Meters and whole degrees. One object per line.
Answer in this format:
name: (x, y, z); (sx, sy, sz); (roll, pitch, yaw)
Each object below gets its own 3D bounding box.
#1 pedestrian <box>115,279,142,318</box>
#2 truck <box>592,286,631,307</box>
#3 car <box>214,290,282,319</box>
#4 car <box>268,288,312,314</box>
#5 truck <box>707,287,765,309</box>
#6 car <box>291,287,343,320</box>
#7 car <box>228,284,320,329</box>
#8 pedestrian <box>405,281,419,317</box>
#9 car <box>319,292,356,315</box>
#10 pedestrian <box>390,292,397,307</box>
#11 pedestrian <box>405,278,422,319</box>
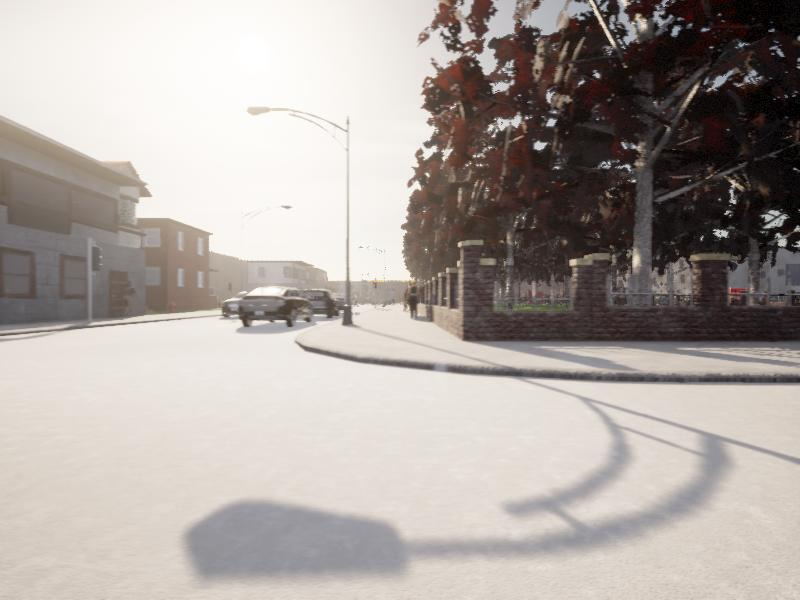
pedestrian: (-13.106, -0.078, 19.329); (0.751, 1.860, 0.751); (0, 0, 0)
truck: (40.526, -0.698, 76.960); (2.891, 3.827, 8.468); (0, 0, 0)
car: (-8.729, 0.235, 23.536); (2.128, 1.511, 4.902); (0, 0, 0)
car: (-8.425, 0.051, 30.983); (1.932, 1.855, 4.605); (0, 0, 3)
truck: (40.575, -0.236, 48.507); (2.627, 2.467, 5.204); (0, 0, 0)
car: (-4.545, 0.177, 22.658); (2.033, 1.649, 4.856); (0, 0, -2)
car: (-4.737, 0.234, 15.930); (2.128, 1.511, 4.902); (0, 0, 0)
pedestrian: (0.638, -0.066, 21.234); (0.751, 1.860, 0.751); (0, 0, 0)
car: (-4.486, 0.235, 29.516); (2.128, 1.511, 4.902); (0, 0, -3)
pedestrian: (-0.839, -0.067, 51.443); (0.751, 1.860, 0.751); (0, 0, -15)
pedestrian: (0.634, -0.066, 18.634); (0.751, 1.860, 0.751); (0, 0, 0)
